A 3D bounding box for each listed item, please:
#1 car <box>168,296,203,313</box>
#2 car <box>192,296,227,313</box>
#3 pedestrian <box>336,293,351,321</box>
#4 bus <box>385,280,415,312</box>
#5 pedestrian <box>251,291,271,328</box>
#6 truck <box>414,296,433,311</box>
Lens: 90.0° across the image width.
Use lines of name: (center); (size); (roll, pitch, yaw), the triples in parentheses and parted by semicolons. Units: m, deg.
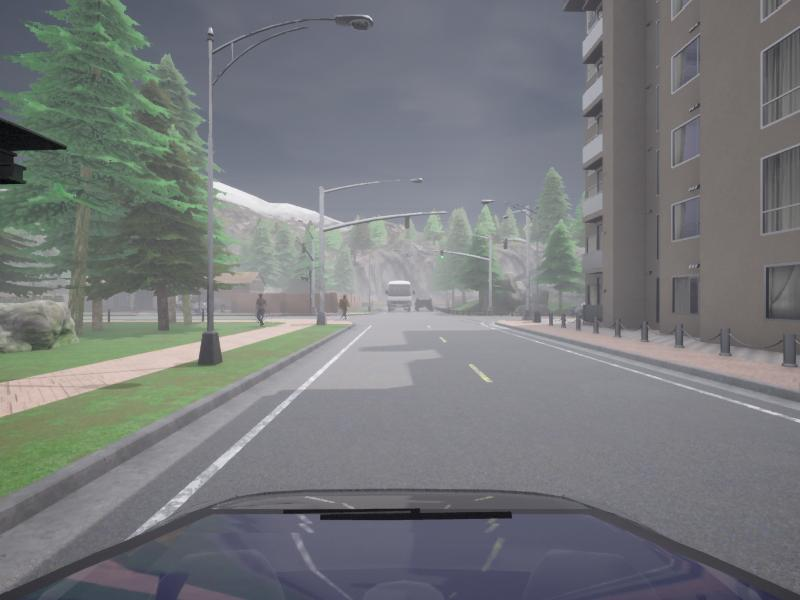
car: (-24.091, 0.505, 45.073); (1.905, 1.878, 3.866); (0, 0, -1)
car: (-21.587, 0.503, 45.523); (1.932, 1.855, 4.605); (0, 0, -1)
pedestrian: (-3.794, 0.485, 26.953); (0.751, 1.860, 0.751); (0, 0, -41)
bus: (0.035, -0.534, 57.845); (3.944, 4.253, 10.273); (0, 0, 0)
pedestrian: (-7.055, 0.484, 20.318); (0.751, 1.860, 0.751); (0, 0, 0)
truck: (3.411, 0.542, 59.005); (2.390, 2.098, 6.274); (0, 0, 0)
